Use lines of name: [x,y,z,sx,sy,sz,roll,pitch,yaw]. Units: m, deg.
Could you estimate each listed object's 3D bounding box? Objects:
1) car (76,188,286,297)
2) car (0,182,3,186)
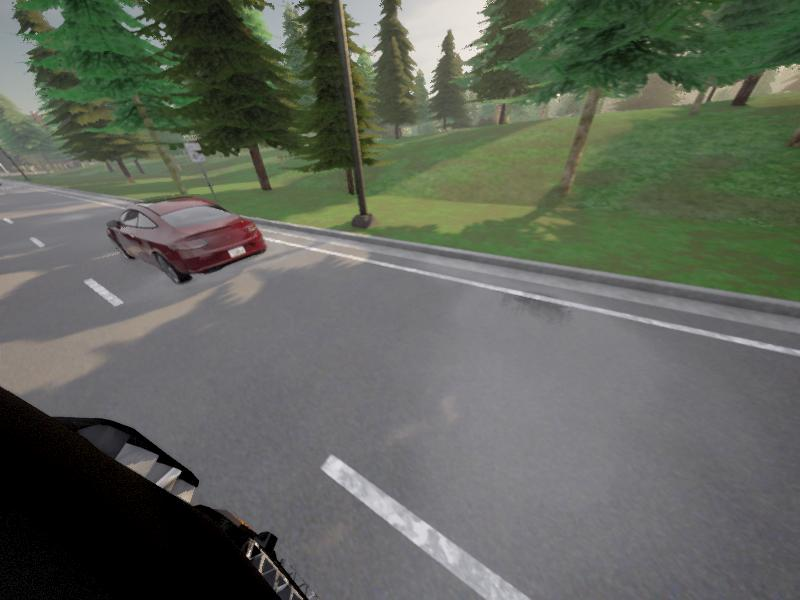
car: [-5.265,-1.674,5.555,4.674,1.442,1.812,16,38,26]
car: [-56.872,-16.474,31.477,5.238,1.638,1.930,16,38,26]
